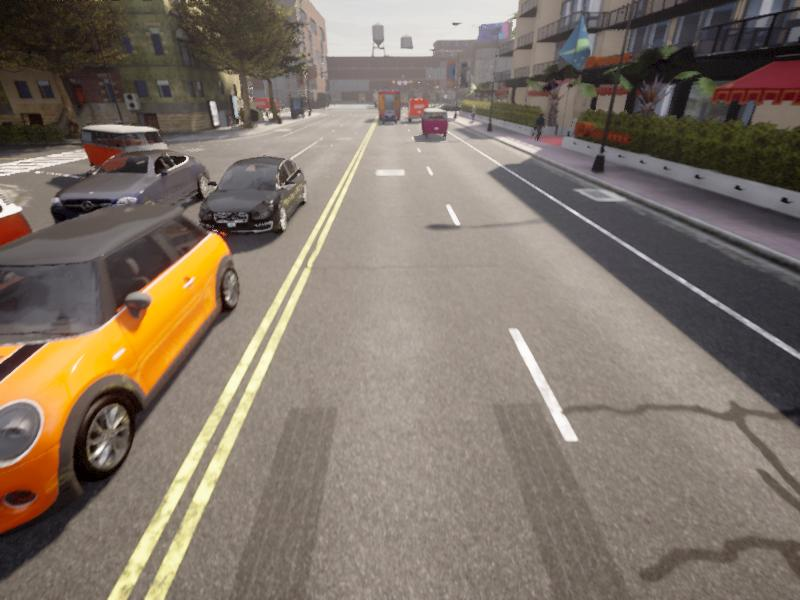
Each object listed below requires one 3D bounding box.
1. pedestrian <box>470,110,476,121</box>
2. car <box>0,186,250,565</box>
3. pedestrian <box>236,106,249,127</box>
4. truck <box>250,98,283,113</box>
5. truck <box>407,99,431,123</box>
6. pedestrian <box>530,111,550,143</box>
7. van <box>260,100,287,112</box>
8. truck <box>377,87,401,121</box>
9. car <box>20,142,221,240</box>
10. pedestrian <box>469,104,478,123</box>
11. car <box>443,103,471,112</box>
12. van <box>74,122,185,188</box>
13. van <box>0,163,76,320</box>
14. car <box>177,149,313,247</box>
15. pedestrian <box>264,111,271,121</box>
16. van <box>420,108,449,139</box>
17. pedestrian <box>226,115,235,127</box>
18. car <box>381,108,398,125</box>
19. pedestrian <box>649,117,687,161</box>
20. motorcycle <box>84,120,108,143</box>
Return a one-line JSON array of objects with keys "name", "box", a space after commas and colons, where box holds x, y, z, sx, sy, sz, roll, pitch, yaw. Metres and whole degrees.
[{"name": "pedestrian", "box": [8.576, -21.745, 47.187, 0.500, 1.100, 0.500, -1, 27, -1]}, {"name": "car", "box": [-3.599, 0.099, 4.501, 2.097, 1.767, 4.553, -1, 27, -1]}, {"name": "pedestrian", "box": [-15.486, -18.025, 39.375, 0.751, 1.860, 0.751, -2, 27, -3]}, {"name": "truck", "box": [-25.488, -37.189, 76.422, 5.204, 2.467, 2.627, -1, 27, -1]}, {"name": "truck", "box": [2.213, -23.200, 48.963, 2.627, 2.467, 5.204, -1, 27, -1]}, {"name": "pedestrian", "box": [9.090, -11.279, 26.018, 0.751, 1.860, 0.751, -4, 27, -7]}, {"name": "van", "box": [-25.175, -38.598, 79.638, 4.480, 2.038, 2.069, -1, 27, -1]}, {"name": "truck", "box": [-1.401, -26.005, 52.976, 2.891, 3.827, 8.468, -1, 27, -1]}, {"name": "car", "box": [-7.277, -3.318, 11.364, 2.152, 1.651, 5.027, -1, 27, -1]}, {"name": "pedestrian", "box": [8.120, -20.683, 44.298, 0.751, 1.860, 0.751, 0, 27, 1]}, {"name": "car", "box": [10.748, -36.504, 75.812, 4.792, 1.488, 2.163, -9, 28, -16]}, {"name": "van", "box": [-10.955, -5.973, 16.162, 4.442, 1.987, 1.775, 19, 33, 33]}, {"name": "van", "box": [-7.118, -0.325, 5.091, 2.069, 2.038, 4.480, -1, 27, -1]}, {"name": "car", "box": [-3.765, -2.996, 10.842, 1.837, 1.490, 4.892, -1, 27, -1]}, {"name": "pedestrian", "box": [-16.353, -22.737, 49.368, 0.500, 1.100, 0.500, -1, 27, -1]}, {"name": "van", "box": [2.676, -14.065, 31.745, 1.775, 1.987, 4.442, -1, 27, -1]}, {"name": "pedestrian", "box": [-16.843, -17.816, 39.813, 0.500, 1.100, 0.500, -1, 27, -1]}, {"name": "car", "box": [-1.189, -20.918, 45.569, 1.789, 1.549, 3.705, -1, 27, -1]}, {"name": "pedestrian", "box": [12.533, -7.569, 18.775, 0.751, 1.860, 0.751, -1, 27, -2]}, {"name": "motorcycle", "box": [-21.677, -12.075, 28.610, 0.764, 1.277, 2.356, -25, 35, -22]}]
